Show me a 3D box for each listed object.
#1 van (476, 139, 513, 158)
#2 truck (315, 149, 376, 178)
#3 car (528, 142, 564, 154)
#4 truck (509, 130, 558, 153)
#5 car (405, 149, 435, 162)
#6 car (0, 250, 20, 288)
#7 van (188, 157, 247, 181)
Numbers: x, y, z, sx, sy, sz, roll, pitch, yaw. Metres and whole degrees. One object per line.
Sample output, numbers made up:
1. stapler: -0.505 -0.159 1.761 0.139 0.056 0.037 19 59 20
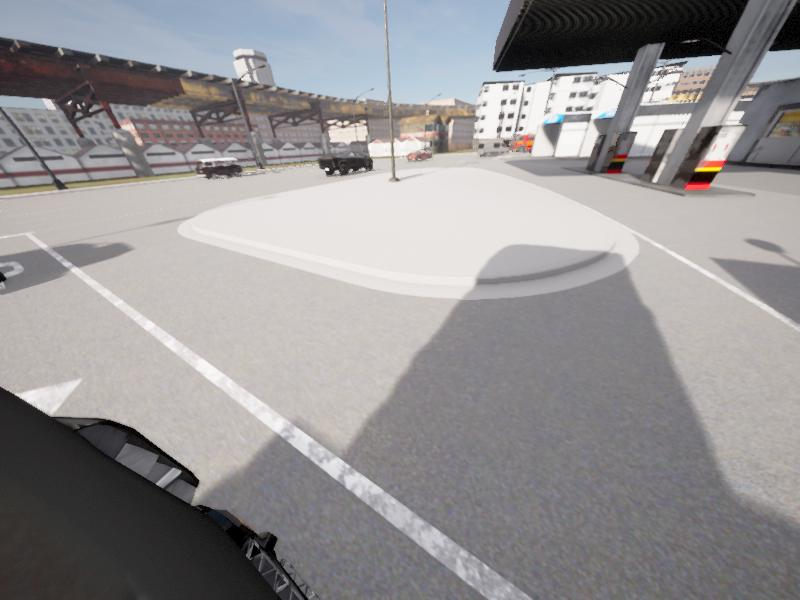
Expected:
1. van: 17.190 -27.613 42.058 5.915 2.561 1.988 -13 35 -15
2. truck: -5.510 -14.524 24.430 2.390 2.098 6.274 17 38 27
3. car: 27.183 -28.351 43.218 5.238 1.638 1.930 -3 33 0
4. truck: 29.497 -35.221 51.430 8.468 3.827 2.891 -1 33 2
5. car: 3.448 -24.708 39.557 5.027 1.651 2.152 -29 41 -34
6. car: -10.575 -1.018 4.934 3.633 1.501 1.845 17 38 27
7. van: -20.566 -14.958 26.305 2.069 2.038 4.480 16 37 26
